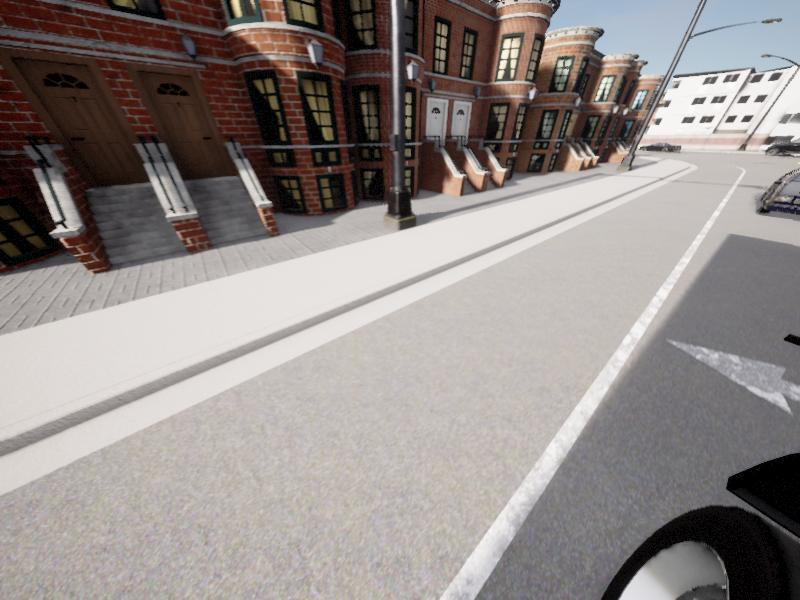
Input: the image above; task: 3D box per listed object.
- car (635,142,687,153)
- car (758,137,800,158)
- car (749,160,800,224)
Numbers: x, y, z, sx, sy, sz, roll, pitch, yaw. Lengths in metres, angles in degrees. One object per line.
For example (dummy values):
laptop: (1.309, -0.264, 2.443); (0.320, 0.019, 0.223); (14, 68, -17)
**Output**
car: (43.916, -25.826, 39.075); (2.033, 1.411, 5.357); (-13, 37, -17)
car: (49.184, -18.609, 28.131); (2.150, 2.045, 5.566); (0, 35, 0)
car: (14.553, -3.866, 8.071); (5.357, 1.411, 2.033); (-24, 41, -30)
